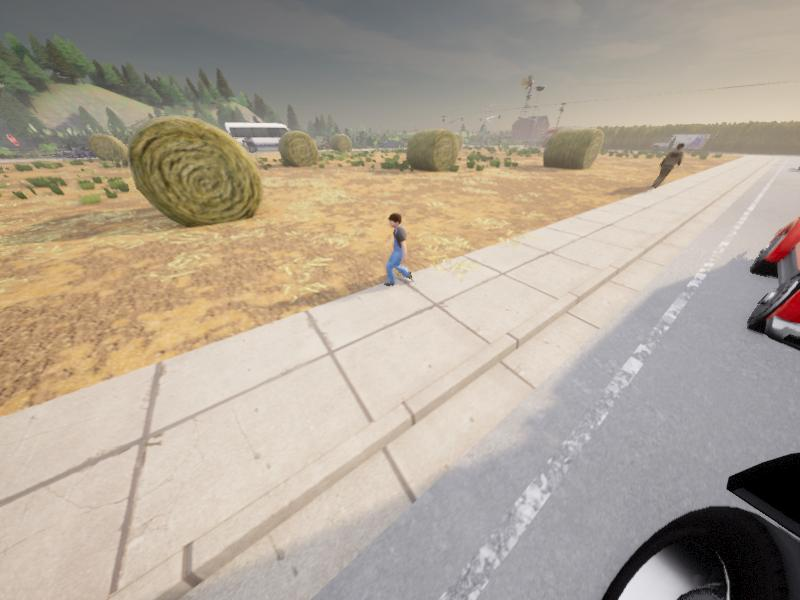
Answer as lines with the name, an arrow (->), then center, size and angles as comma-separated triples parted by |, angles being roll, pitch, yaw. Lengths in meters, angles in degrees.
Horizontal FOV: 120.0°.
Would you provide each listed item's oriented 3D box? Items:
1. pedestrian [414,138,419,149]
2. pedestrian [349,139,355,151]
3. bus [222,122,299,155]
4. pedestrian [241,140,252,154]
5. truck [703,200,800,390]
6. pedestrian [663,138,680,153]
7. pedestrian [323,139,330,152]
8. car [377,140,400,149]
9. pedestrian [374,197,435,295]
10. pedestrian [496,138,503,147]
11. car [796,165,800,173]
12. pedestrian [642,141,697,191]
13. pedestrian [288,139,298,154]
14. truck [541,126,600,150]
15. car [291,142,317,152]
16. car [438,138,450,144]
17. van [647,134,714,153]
pedestrian -> 3.601, -33.730, 49.785 | 0.751, 1.860, 0.751 | -17, 38, -22
pedestrian -> -9.094, -29.631, 44.074 | 0.751, 1.860, 0.751 | -17, 38, -22
bus -> -23.805, -27.963, 40.063 | 10.273, 4.253, 3.944 | -20, 40, -25
pedestrian -> -23.742, -23.626, 35.677 | 0.751, 1.860, 0.751 | -11, 36, -14
truck -> 6.753, -0.608, 2.572 | 5.204, 2.467, 2.627 | -21, 40, -28
pedestrian -> 40.685, -23.244, 34.667 | 0.751, 1.860, 0.751 | -15, 38, -20
pedestrian -> -13.018, -27.373, 40.904 | 0.751, 1.860, 0.751 | -24, 41, -29
car -> -2.705, -36.627, 54.453 | 4.856, 1.649, 2.033 | -20, 40, -25
pedestrian -> 0.035, -0.852, 3.680 | 0.751, 1.300, 0.751 | -5, 35, -7
pedestrian -> 23.483, -37.102, 54.465 | 0.751, 1.860, 0.751 | -20, 40, -25
car -> 31.482, -10.209, 16.940 | 4.181, 1.385, 1.994 | -22, 41, -28
pedestrian -> 12.093, -6.015, 10.418 | 0.751, 1.860, 0.751 | -21, 40, -27
pedestrian -> -16.500, -23.688, 35.707 | 0.751, 1.860, 0.751 | 1, 35, 2
truck -> 34.660, -33.206, 47.448 | 2.891, 3.827, 8.468 | -21, 40, -27
car -> -19.229, -30.768, 46.412 | 4.193, 1.474, 1.816 | -20, 39, -25
car -> 15.122, -54.971, 79.657 | 1.812, 1.442, 4.674 | -17, 40, -22
van -> 46.532, -26.170, 38.584 | 2.351, 2.431, 6.366 | -21, 40, -27
